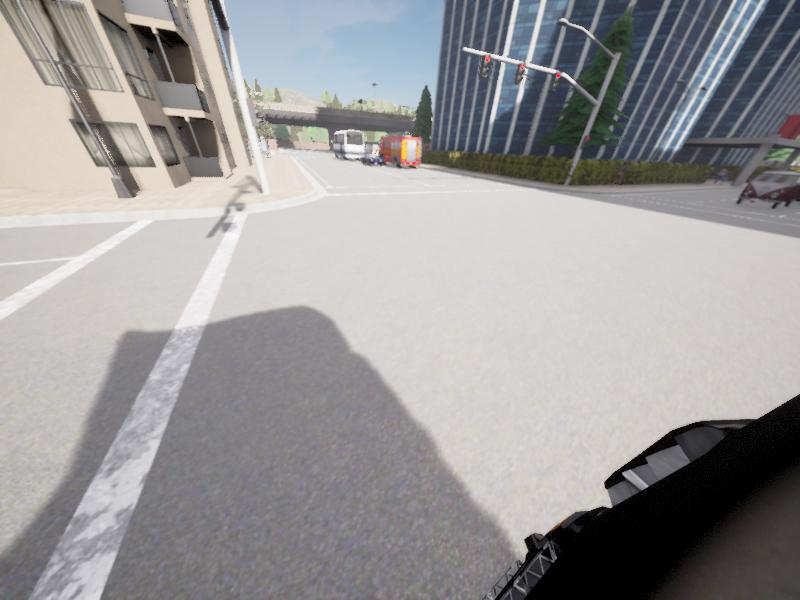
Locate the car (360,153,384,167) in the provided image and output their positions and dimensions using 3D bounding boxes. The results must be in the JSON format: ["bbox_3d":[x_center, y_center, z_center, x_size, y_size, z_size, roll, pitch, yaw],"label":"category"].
[{"bbox_3d":[-3.971,-19.363,31.877,1.895,1.301,4.718,-12,36,-21],"label":"car"}]

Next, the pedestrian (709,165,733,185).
[{"bbox_3d":[36.602,-14.260,26.362,0.751,1.860,0.751,-21,40,-32],"label":"pedestrian"}]

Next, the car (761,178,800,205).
[{"bbox_3d":[29.689,-8.091,17.154,3.806,1.475,1.970,-12,36,-21],"label":"car"}]

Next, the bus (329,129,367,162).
[{"bbox_3d":[-9.492,-27.672,41.377,3.944,4.253,10.273,-12,36,-21],"label":"bus"}]

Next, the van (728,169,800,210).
[{"bbox_3d":[23.950,-7.095,14.748,4.442,1.987,1.775,-12,36,-21],"label":"van"}]

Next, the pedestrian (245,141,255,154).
[{"bbox_3d":[-26.548,-26.987,40.804,0.751,1.860,0.751,25,39,30],"label":"pedestrian"}]

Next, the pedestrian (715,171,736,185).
[{"bbox_3d":[37.274,-13.940,26.436,0.751,1.300,0.751,-15,37,-25],"label":"pedestrian"}]

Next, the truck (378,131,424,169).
[{"bbox_3d":[-0.187,-20.393,31.429,2.891,3.827,8.468,-12,36,-21],"label":"truck"}]

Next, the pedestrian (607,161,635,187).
[{"bbox_3d":[18.330,-10.440,19.191,0.751,1.860,0.751,-12,36,-21],"label":"pedestrian"}]

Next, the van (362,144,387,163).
[{"bbox_3d":[-4.422,-25.312,39.836,2.351,2.431,6.366,-12,36,-21],"label":"van"}]
